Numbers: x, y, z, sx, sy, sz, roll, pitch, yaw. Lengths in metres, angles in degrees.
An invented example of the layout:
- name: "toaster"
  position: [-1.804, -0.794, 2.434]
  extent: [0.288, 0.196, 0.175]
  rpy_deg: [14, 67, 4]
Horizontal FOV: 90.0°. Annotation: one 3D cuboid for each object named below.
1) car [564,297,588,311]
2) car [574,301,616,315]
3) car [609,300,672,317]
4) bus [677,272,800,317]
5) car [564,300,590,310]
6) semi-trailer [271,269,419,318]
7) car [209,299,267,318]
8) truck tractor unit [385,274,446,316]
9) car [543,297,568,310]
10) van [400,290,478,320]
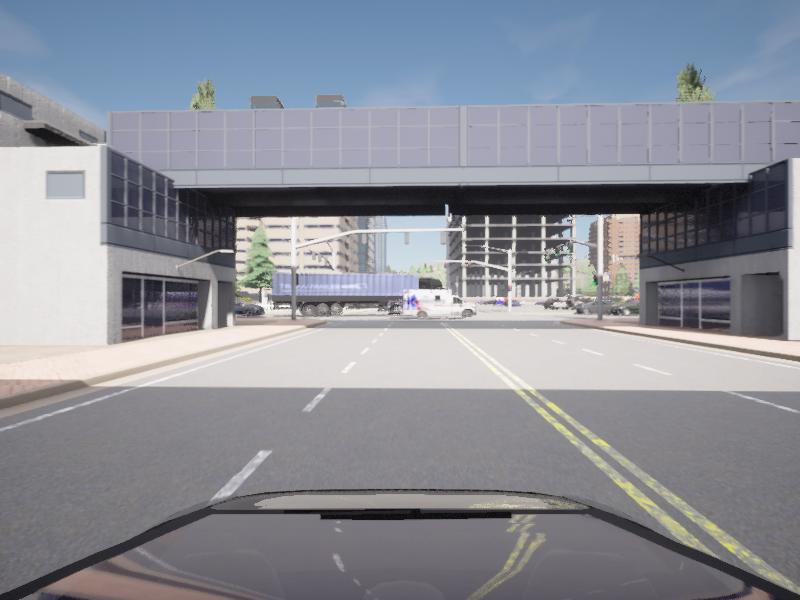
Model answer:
- name: "car"
  position: [25.410, 0.534, 57.851]
  extent: [1.905, 1.878, 3.866]
  rpy_deg: [0, 0, 2]
- name: "car"
  position: [21.253, 0.853, 43.708]
  extent: [3.633, 1.501, 1.845]
  rpy_deg: [0, 0, 3]
- name: "car"
  position: [24.000, 0.804, 40.092]
  extent: [5.027, 1.651, 2.152]
  rpy_deg: [0, 0, 2]
- name: "bus"
  position: [33.828, -0.511, 39.403]
  extent: [10.273, 4.253, 3.944]
  rpy_deg: [0, 0, 3]
- name: "car"
  position: [28.347, 0.771, 64.194]
  extent: [2.033, 1.415, 5.357]
  rpy_deg: [0, 0, 2]
- name: "semi-trailer"
  position: [-5.217, -0.601, 39.474]
  extent: [14.254, 4.402, 2.717]
  rpy_deg: [0, 0, -19]
- name: "car"
  position: [-15.243, 0.781, 37.806]
  extent: [4.611, 1.667, 2.242]
  rpy_deg: [0, 0, 2]
- name: "truck tractor unit"
  position: [1.745, -0.498, 42.862]
  extent: [3.053, 4.208, 6.516]
  rpy_deg: [0, 0, 43]
- name: "car"
  position: [22.519, 0.532, 58.005]
  extent: [1.932, 1.855, 4.605]
  rpy_deg: [0, 0, 2]
- name: "van"
  position: [3.195, 0.399, 33.817]
  extent: [6.366, 2.431, 2.351]
  rpy_deg: [0, 0, 1]
